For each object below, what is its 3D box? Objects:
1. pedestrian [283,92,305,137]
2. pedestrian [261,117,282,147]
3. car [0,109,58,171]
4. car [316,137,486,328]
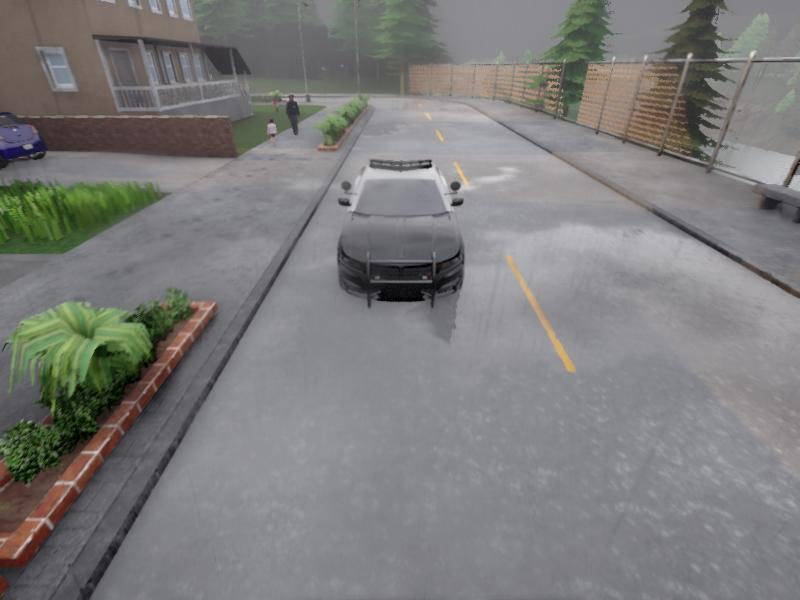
[{"bbox_3d":[-4.995,-8.734,18.834,0.751,1.860,0.751,-6,31,-11],"label":"pedestrian"},{"bbox_3d":[-5.272,-6.898,16.448,0.500,1.100,0.500,1,30,1],"label":"pedestrian"},{"bbox_3d":[-13.256,-4.914,12.191,3.633,1.501,1.845,0,30,0],"label":"car"},{"bbox_3d":[0.016,-1.662,7.217,1.930,1.638,5.238,0,31,0],"label":"car"}]
